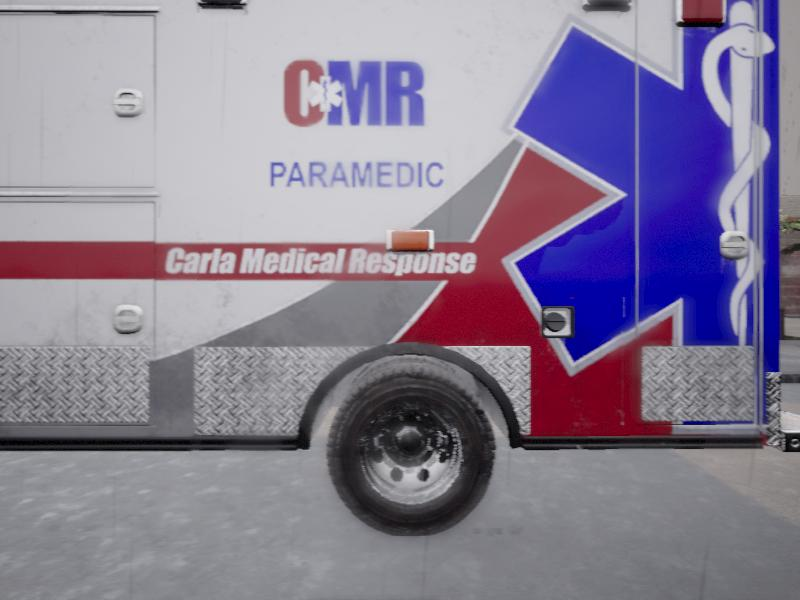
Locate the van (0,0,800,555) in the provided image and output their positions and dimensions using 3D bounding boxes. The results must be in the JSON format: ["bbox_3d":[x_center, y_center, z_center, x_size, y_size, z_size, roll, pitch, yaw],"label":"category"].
[{"bbox_3d":[-1.333,-0.221,2.737,6.366,2.431,2.351,0,0,0],"label":"van"}]

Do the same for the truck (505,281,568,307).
[{"bbox_3d":[20.493,-0.926,60.307,8.468,3.827,2.891,0,0,0],"label":"truck"}]
